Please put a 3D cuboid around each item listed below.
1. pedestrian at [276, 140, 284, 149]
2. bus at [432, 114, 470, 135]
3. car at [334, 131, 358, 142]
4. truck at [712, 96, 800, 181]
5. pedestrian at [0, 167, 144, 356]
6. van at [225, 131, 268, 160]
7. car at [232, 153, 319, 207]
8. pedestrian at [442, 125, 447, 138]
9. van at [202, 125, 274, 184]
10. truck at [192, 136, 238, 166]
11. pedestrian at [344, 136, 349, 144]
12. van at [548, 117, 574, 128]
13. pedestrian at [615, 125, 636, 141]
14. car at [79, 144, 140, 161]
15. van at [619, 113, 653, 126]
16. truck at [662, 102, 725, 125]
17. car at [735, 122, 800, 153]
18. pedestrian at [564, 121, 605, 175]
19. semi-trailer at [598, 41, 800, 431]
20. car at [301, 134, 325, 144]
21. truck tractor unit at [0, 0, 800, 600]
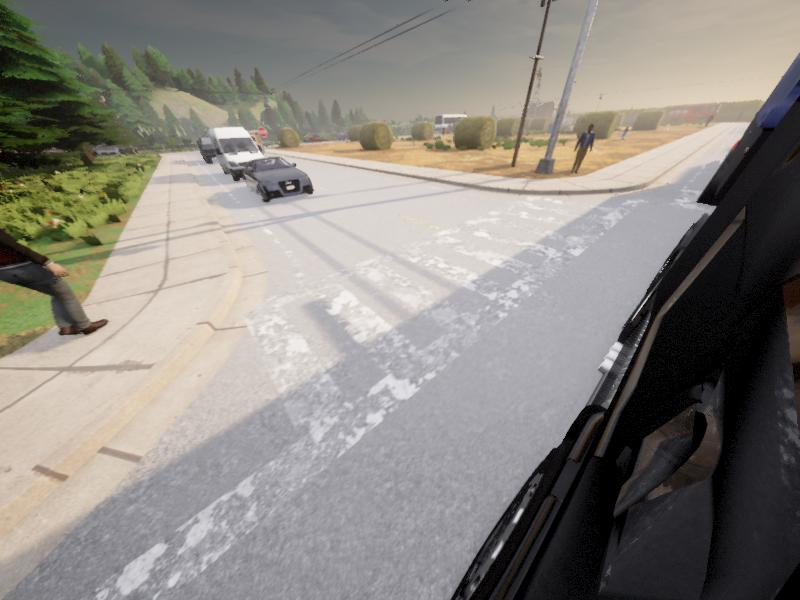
[{"bbox_3d":[-18.615,-24.150,35.791,0.500,1.100,0.500,15,40,22],"label":"pedestrian"},{"bbox_3d":[14.352,-49.347,64.880,10.273,4.253,3.944,-25,42,-27],"label":"bus"},{"bbox_3d":[-12.520,-38.155,53.858,4.856,1.649,2.033,-26,43,-26],"label":"car"},{"bbox_3d":[16.115,-6.786,9.603,5.204,2.467,2.627,-28,43,-30],"label":"truck"},{"bbox_3d":[-4.119,-0.306,2.493,0.751,1.860,0.751,-1,37,3],"label":"pedestrian"},{"bbox_3d":[-17.686,-17.805,26.481,2.351,2.431,6.366,-27,43,-29],"label":"van"},{"bbox_3d":[-5.450,-5.341,9.991,1.994,1.385,4.181,-27,43,-29],"label":"car"},{"bbox_3d":[8.411,-32.221,44.151,0.751,1.860,0.751,1,37,5],"label":"pedestrian"},{"bbox_3d":[-10.180,-9.157,14.399,1.988,2.561,5.915,-27,43,-29],"label":"van"},{"bbox_3d":[-18.483,-14.944,22.994,2.390,2.098,6.274,-27,43,-29],"label":"truck"},{"bbox_3d":[-8.870,-26.488,38.257,0.500,1.100,0.500,-10,37,-9],"label":"pedestrian"},{"bbox_3d":[54.046,-59.541,77.509,2.351,2.431,6.366,-26,43,-28],"label":"van"},{"bbox_3d":[22.223,-16.490,22.803,0.751,1.300,0.751,-9,37,-8],"label":"pedestrian"},{"bbox_3d":[-42.105,-21.648,33.743,5.238,1.638,1.930,-25,42,-27],"label":"car"},{"bbox_3d":[66.359,-50.811,64.985,1.988,2.561,5.915,-27,43,-29],"label":"van"},{"bbox_3d":[70.605,-44.950,55.873,2.891,3.827,8.468,-27,43,-29],"label":"truck"},{"bbox_3d":[24.664,-10.916,15.461,4.181,1.385,1.994,-28,44,-30],"label":"car"},{"bbox_3d":[7.852,-6.485,9.929,0.751,1.860,0.751,18,42,25],"label":"pedestrian"},{"bbox_3d":[8.693,-3.618,4.219,14.254,4.402,2.717,-28,44,-30],"label":"semi-trailer"},{"bbox_3d":[-18.944,-35.073,50.293,4.193,1.474,1.816,-25,42,-27],"label":"car"},{"bbox_3d":[2.645,-0.295,0.351,6.516,4.208,3.053,-28,44,-30],"label":"truck tractor unit"}]
